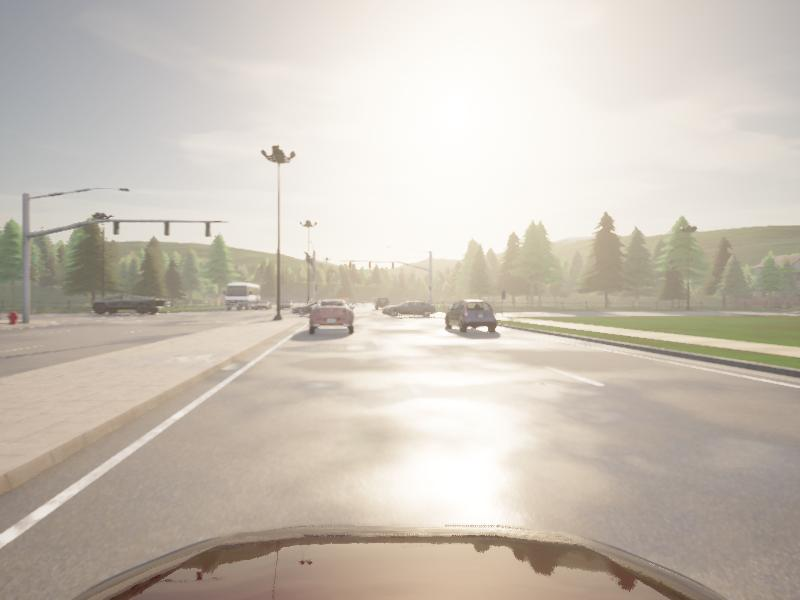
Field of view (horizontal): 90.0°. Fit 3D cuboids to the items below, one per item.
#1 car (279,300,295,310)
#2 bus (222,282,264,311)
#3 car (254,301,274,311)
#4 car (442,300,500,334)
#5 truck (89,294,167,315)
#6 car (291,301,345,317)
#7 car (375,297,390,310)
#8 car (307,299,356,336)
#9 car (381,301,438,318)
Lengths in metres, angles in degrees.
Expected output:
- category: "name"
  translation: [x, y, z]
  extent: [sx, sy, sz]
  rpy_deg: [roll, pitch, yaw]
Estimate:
- category: "car"
  translation: [-17.580, 0.811, 62.350]
  extent: [1.837, 1.490, 4.892]
  rpy_deg: [0, 0, -8]
- category: "bus"
  translation: [-24.752, -0.577, 63.886]
  extent: [3.944, 4.253, 10.273]
  rpy_deg: [0, 0, -8]
- category: "car"
  translation: [-21.110, 0.859, 62.289]
  extent: [2.033, 1.411, 5.357]
  rpy_deg: [0, 0, -8]
- category: "car"
  translation: [3.576, 0.786, 20.909]
  extent: [1.851, 1.617, 3.988]
  rpy_deg: [0, 0, -8]
- category: "truck"
  translation: [-28.060, 0.507, 41.447]
  extent: [6.274, 2.098, 2.390]
  rpy_deg: [0, 0, -6]
- category: "car"
  translation: [-7.841, 0.827, 38.395]
  extent: [4.892, 1.490, 1.837]
  rpy_deg: [0, 0, -12]
- category: "car"
  translation: [-2.888, 0.548, 64.802]
  extent: [2.150, 2.045, 5.566]
  rpy_deg: [0, 0, -7]
- category: "car"
  translation: [-3.422, 0.772, 20.374]
  extent: [2.152, 1.651, 5.027]
  rpy_deg: [0, 0, -8]
- category: "car"
  translation: [0.804, 0.827, 36.329]
  extent: [4.902, 1.511, 2.128]
  rpy_deg: [0, 0, -10]
